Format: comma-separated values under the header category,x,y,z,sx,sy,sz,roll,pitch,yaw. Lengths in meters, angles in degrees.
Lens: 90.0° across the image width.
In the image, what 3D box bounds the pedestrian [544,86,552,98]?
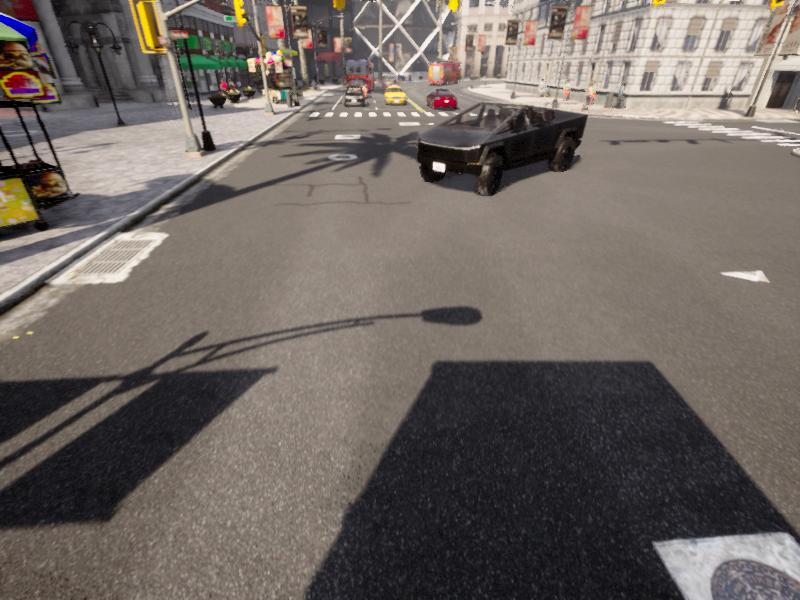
category,x,y,z,sx,sy,sz,roll,pitch,yaw
pedestrian,15.648,-22.048,42.310,0.500,1.100,0.500,-2,30,-4

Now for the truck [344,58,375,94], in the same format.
category,x,y,z,sx,sy,sz,roll,pitch,yaw
truck,-5.088,-29.123,51.850,2.891,3.827,8.468,1,31,1

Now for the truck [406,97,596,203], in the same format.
category,x,y,z,sx,sy,sz,roll,pitch,yaw
truck,3.270,-4.910,12.322,6.274,2.098,2.390,-26,39,-37

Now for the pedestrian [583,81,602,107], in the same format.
category,x,y,z,sx,sy,sz,roll,pitch,yaw
pedestrian,15.696,-16.832,32.658,0.751,1.860,0.751,-1,30,-2

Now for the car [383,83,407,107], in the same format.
category,x,y,z,sx,sy,sz,roll,pitch,yaw
car,-0.482,-18.413,35.839,1.801,1.575,5.366,-2,30,-4

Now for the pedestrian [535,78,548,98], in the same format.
category,x,y,z,sx,sy,sz,roll,pitch,yaw
pedestrian,14.516,-21.778,41.087,0.751,1.860,0.751,0,30,0

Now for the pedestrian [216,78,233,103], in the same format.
category,x,y,z,sx,sy,sz,roll,pitch,yaw
pedestrian,-15.321,-18.323,34.941,0.751,1.860,0.751,15,33,23

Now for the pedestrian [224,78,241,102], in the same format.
category,x,y,z,sx,sy,sz,roll,pitch,yaw
pedestrian,-14.882,-18.664,35.520,0.751,1.860,0.751,19,35,29

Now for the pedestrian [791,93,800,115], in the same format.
category,x,y,z,sx,sy,sz,roll,pitch,yaw
pedestrian,28.230,-13.888,27.744,0.751,1.860,0.751,6,31,9

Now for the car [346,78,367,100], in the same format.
category,x,y,z,sx,sy,sz,roll,pitch,yaw
car,-4.552,-22.377,42.353,2.097,1.767,4.553,-2,31,-4

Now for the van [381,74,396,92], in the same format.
category,x,y,z,sx,sy,sz,roll,pitch,yaw
van,-1.522,-29.130,53.717,1.775,1.987,4.442,1,30,1

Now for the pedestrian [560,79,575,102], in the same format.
category,x,y,z,sx,sy,sz,roll,pitch,yaw
pedestrian,15.384,-19.249,36.780,0.751,1.860,0.751,-2,30,-3

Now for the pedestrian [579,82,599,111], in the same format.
category,x,y,z,sx,sy,sz,roll,pitch,yaw
pedestrian,13.876,-14.933,29.401,0.751,1.860,0.751,1,30,2

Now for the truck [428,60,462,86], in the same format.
category,x,y,z,sx,sy,sz,roll,pitch,yaw
truck,8.244,-41.140,72.475,2.891,3.827,8.468,16,34,25

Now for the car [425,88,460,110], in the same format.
category,x,y,z,sx,sy,sz,roll,pitch,yaw
car,3.444,-16.665,33.100,1.994,1.385,4.181,-3,31,-6

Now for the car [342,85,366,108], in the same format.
category,x,y,z,sx,sy,sz,roll,pitch,yaw
car,-3.827,-17.189,33.747,1.789,1.549,3.705,-2,30,-4

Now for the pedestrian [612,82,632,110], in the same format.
category,x,y,z,sx,sy,sz,roll,pitch,yaw
pedestrian,16.989,-15.657,30.665,0.751,1.860,0.751,7,31,11
